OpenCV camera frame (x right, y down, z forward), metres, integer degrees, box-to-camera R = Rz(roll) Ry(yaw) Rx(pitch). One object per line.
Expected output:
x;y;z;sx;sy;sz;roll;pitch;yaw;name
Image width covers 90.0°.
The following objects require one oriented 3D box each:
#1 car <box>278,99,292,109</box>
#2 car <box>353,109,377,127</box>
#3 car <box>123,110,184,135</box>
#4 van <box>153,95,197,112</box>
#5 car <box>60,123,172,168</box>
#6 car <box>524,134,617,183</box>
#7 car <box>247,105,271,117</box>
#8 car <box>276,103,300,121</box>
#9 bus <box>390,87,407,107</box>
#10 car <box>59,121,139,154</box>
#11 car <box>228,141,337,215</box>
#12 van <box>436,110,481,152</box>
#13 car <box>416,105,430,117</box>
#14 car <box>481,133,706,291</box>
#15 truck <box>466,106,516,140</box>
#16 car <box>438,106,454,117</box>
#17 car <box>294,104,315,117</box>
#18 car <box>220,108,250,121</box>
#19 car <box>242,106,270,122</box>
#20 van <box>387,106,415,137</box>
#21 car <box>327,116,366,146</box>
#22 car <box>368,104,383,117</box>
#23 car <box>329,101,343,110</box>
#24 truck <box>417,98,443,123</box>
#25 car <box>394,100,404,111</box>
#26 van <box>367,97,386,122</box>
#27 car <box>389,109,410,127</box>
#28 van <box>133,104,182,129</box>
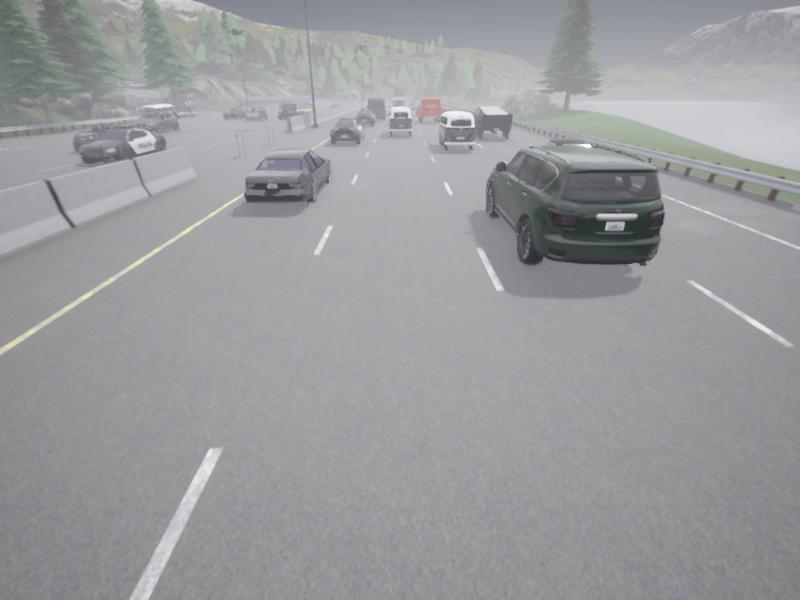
-24.717;-42.168;86.203;1.905;1.878;3.866;0;27;0;car
-3.604;-19.315;42.291;2.038;1.542;4.974;0;27;0;car
-21.023;-15.304;34.425;2.242;1.667;4.611;0;27;1;car
-38.497;-33.643;68.535;5.915;2.561;1.988;0;27;0;van
-14.050;-7.936;20.293;2.038;1.542;4.974;0;28;0;car
6.959;-6.098;16.953;1.895;1.301;4.718;0;27;0;car
-21.150;-28.476;60.159;1.812;1.442;4.674;0;27;0;car
-14.128;-23.847;50.699;1.905;1.878;3.866;0;27;0;car
-0.378;-51.466;101.535;3.944;4.253;10.273;0;27;0;bus
-17.651;-9.702;23.730;1.845;1.501;3.633;-1;27;-1;car
-3.530;-4.247;13.289;2.033;1.411;5.357;0;27;0;car
3.440;-10.428;24.528;2.069;2.038;4.480;0;27;0;van
3.348;-28.412;59.946;1.816;1.474;4.193;0;27;0;car
3.477;-2.354;8.902;2.150;2.045;5.566;0;28;0;car
6.924;-13.954;31.281;2.390;2.098;6.274;0;27;0;truck
6.850;-28.374;60.062;1.895;1.301;4.718;0;27;0;car
-14.149;-28.266;59.633;1.801;1.575;5.366;0;27;0;car
-21.128;-23.897;51.462;1.895;1.301;4.718;0;27;0;car
-17.624;-22.846;49.081;1.851;1.617;3.988;0;27;0;car
0.040;-14.561;32.528;2.069;2.038;4.480;-1;27;-1;van
-3.569;-11.744;27.642;2.038;1.542;4.974;0;27;0;car
-3.650;-28.448;59.978;2.007;1.525;4.514;0;27;0;car
-14.222;-43.350;89.043;2.152;1.651;5.027;0;27;0;car
3.427;-22.260;46.930;2.627;2.467;5.204;0;26;-1;truck
-0.192;-37.362;76.845;1.905;1.878;3.866;0;27;0;car
-2.999;-23.841;49.960;1.988;2.561;5.915;-3;28;-6;van
-0.074;-19.409;42.496;2.128;1.511;4.902;0;27;-1;car
-24.601;-18.836;40.850;2.069;2.038;4.480;0;28;0;van
